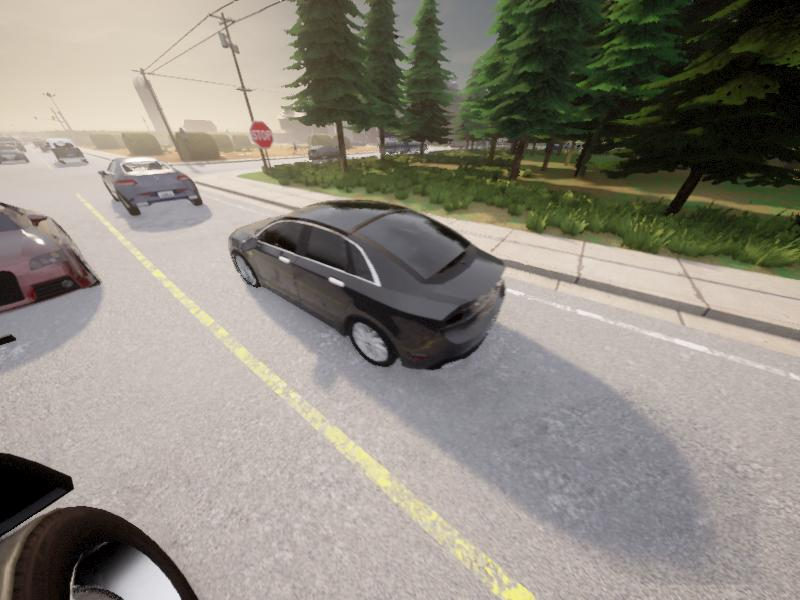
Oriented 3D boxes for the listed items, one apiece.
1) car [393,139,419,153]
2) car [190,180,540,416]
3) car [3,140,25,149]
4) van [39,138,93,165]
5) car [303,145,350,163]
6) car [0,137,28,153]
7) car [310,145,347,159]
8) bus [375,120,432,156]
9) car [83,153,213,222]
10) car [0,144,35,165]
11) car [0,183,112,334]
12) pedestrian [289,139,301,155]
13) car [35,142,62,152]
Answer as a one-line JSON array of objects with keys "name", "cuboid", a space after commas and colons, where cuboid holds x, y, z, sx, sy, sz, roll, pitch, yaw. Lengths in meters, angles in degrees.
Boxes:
[{"name": "car", "cuboid": [1.193, -28.872, 43.192, 2.150, 2.045, 5.566, 21, 40, 27]}, {"name": "car", "cuboid": [-0.921, -0.725, 3.633, 4.892, 1.490, 1.837, 23, 41, 29]}, {"name": "car", "cuboid": [-83.274, -33.629, 49.848, 3.806, 1.475, 1.970, 23, 41, 29]}, {"name": "van", "cuboid": [-33.237, -14.845, 22.976, 4.480, 2.038, 2.069, 24, 41, 29]}, {"name": "car", "cuboid": [-8.305, -16.886, 26.596, 2.163, 1.488, 4.792, 21, 40, 27]}, {"name": "car", "cuboid": [-64.874, -25.966, 38.536, 5.566, 2.045, 2.150, 23, 41, 29]}, {"name": "car", "cuboid": [-9.344, -19.572, 30.499, 1.994, 1.385, 4.181, 21, 40, 27]}, {"name": "bus", "cuboid": [0.865, -25.995, 37.188, 3.944, 4.253, 10.273, 21, 40, 27]}, {"name": "car", "cuboid": [-9.771, -4.573, 8.921, 5.027, 1.651, 2.152, 25, 42, 31]}, {"name": "car", "cuboid": [-38.095, -14.192, 22.471, 4.902, 1.511, 2.128, 23, 41, 29]}, {"name": "car", "cuboid": [-7.177, -0.854, 3.879, 4.181, 1.385, 1.994, 23, 41, 29]}, {"name": "pedestrian", "cuboid": [-14.442, -21.082, 31.866, 0.751, 1.860, 0.751, 12, 37, 16]}, {"name": "car", "cuboid": [-59.516, -25.876, 39.094, 4.718, 1.301, 1.895, 23, 41, 29]}]
